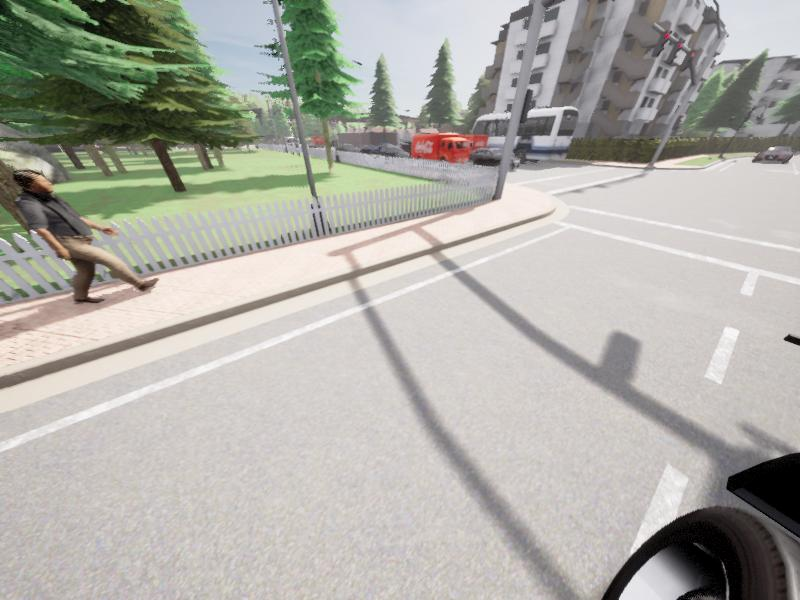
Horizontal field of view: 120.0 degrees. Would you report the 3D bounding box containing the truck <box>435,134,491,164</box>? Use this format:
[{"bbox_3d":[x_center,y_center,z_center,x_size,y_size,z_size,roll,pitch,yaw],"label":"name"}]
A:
[{"bbox_3d":[6.707,-16.677,25.399,2.627,2.467,5.204,-21,41,-26],"label":"truck"}]

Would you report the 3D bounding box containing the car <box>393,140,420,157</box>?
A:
[{"bbox_3d":[0.917,-21.491,32.747,1.905,1.878,3.866,-21,40,-27],"label":"car"}]

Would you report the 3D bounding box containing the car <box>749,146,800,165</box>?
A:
[{"bbox_3d":[36.512,-14.126,22.492,4.181,1.385,1.994,-21,40,-27],"label":"car"}]

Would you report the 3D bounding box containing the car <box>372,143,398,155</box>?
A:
[{"bbox_3d":[-2.501,-24.318,37.088,1.882,1.535,5.008,-21,40,-27],"label":"car"}]

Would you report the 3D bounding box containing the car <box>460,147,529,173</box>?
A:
[{"bbox_3d":[7.639,-11.838,19.334,2.128,1.511,4.902,-21,40,-27],"label":"car"}]

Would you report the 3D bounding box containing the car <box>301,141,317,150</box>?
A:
[{"bbox_3d":[-22.467,-37.926,56.709,2.152,1.651,5.027,-21,40,-27],"label":"car"}]

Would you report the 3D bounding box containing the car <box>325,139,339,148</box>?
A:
[{"bbox_3d":[-18.094,-41.661,61.514,1.905,1.878,3.866,-21,40,-27],"label":"car"}]

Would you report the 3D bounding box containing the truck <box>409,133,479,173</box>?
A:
[{"bbox_3d":[3.358,-12.284,19.177,2.627,2.467,5.204,-21,40,-27],"label":"truck"}]

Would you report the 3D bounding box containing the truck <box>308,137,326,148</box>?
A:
[{"bbox_3d":[-22.087,-41.715,61.097,2.627,2.467,5.204,-21,40,-27],"label":"truck"}]

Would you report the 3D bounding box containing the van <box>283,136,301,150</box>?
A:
[{"bbox_3d":[-26.007,-37.844,55.539,1.988,2.561,5.915,-21,40,-27],"label":"van"}]

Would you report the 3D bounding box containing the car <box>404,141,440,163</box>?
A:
[{"bbox_3d":[2.361,-16.574,25.765,1.905,1.878,3.866,-21,40,-27],"label":"car"}]

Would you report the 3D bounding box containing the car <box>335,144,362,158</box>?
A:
[{"bbox_3d":[-7.297,-21.149,32.664,1.837,1.490,4.892,-21,40,-27],"label":"car"}]

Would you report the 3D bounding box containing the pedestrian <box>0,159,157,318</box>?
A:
[{"bbox_3d":[-4.452,-0.809,3.172,0.751,1.860,0.751,-22,41,-28],"label":"pedestrian"}]

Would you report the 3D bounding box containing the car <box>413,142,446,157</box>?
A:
[{"bbox_3d":[4.207,-22.166,33.949,1.801,1.575,5.366,-21,40,-27],"label":"car"}]

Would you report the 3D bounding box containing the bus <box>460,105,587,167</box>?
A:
[{"bbox_3d":[11.657,-16.653,23.757,3.944,4.253,10.273,-21,40,-27],"label":"bus"}]

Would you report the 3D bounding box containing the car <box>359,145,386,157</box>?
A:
[{"bbox_3d":[-4.135,-21.980,33.993,1.895,1.301,4.718,-21,40,-27],"label":"car"}]

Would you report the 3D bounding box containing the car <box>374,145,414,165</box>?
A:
[{"bbox_3d":[-0.690,-15.410,24.471,1.837,1.490,4.892,-21,41,-27],"label":"car"}]
